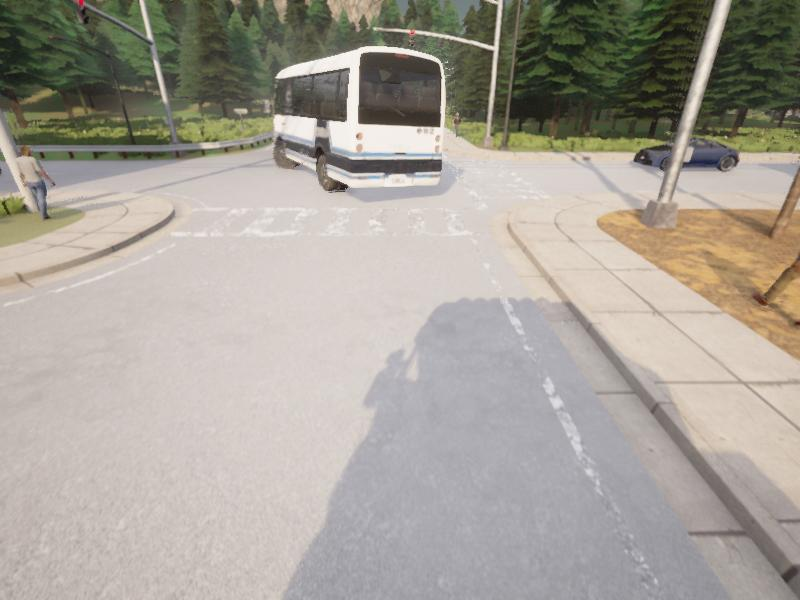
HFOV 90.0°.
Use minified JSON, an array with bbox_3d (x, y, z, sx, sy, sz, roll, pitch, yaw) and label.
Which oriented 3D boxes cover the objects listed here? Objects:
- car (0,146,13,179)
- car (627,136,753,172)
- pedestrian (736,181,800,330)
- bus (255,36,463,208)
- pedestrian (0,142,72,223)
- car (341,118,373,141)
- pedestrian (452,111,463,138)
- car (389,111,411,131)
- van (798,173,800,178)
[{"bbox_3d":[-18.634,-5.647,16.218,3.705,1.549,1.789,0,27,1],"label":"car"},{"bbox_3d":[13.477,-6.903,18.842,4.181,1.385,1.994,0,27,1],"label":"car"},{"bbox_3d":[5.573,-0.585,5.433,0.751,1.860,0.751,1,27,2],"label":"pedestrian"},{"bbox_3d":[-2.440,-6.941,15.720,3.944,4.253,10.273,-10,28,-27],"label":"bus"},{"bbox_3d":[-9.324,-2.991,10.188,0.751,1.860,0.751,-3,27,-5],"label":"pedestrian"},{"bbox_3d":[-3.490,-14.324,33.390,2.033,1.411,5.357,0,27,0],"label":"car"},{"bbox_3d":[4.474,-13.636,31.118,0.751,1.860,0.751,3,27,6],"label":"pedestrian"},{"bbox_3d":[0.017,-18.751,41.793,2.242,1.667,4.611,0,27,0],"label":"car"},{"bbox_3d":[20.094,-5.738,15.369,6.366,2.431,2.351,1,27,1],"label":"van"}]
